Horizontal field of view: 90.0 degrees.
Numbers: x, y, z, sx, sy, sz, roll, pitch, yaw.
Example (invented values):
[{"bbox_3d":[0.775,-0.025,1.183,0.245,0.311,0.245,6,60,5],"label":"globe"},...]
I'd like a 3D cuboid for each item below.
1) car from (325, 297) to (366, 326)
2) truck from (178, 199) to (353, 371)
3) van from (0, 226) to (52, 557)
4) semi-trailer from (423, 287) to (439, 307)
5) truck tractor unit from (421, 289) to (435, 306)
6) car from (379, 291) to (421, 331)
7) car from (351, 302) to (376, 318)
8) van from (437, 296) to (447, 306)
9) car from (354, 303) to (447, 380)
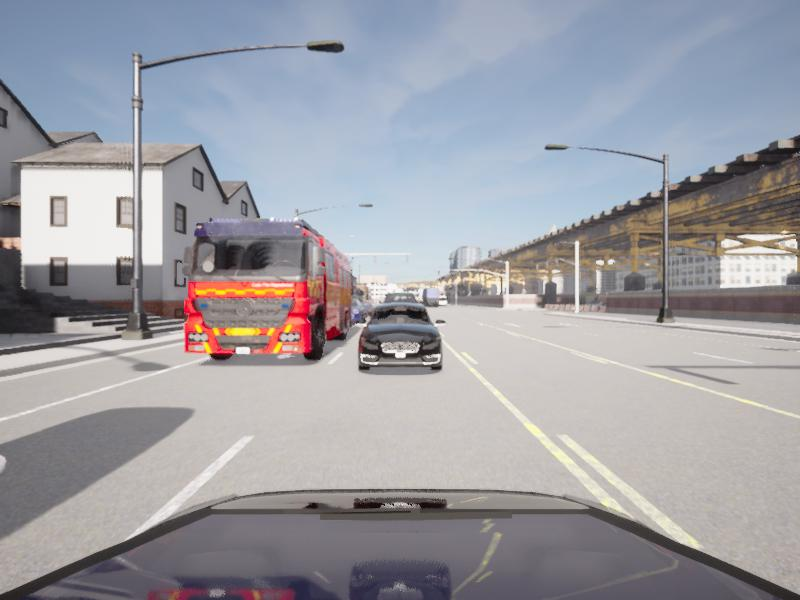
[{"bbox_3d":[-3.476,0.686,26.261,2.097,1.767,4.553,0,0,0],"label":"car"},{"bbox_3d":[-3.491,-0.325,13.129,2.891,3.827,8.468,0,0,0],"label":"truck"},{"bbox_3d":[-3.498,0.570,0.589,2.069,2.038,4.480,0,0,0],"label":"van"},{"bbox_3d":[7.074,-0.650,92.906,2.717,4.402,14.254,0,0,0],"label":"semi-trailer"},{"bbox_3d":[7.077,-0.531,100.827,3.053,4.208,6.516,0,0,0],"label":"truck tractor unit"},{"bbox_3d":[0.021,0.558,23.206,2.150,2.045,5.566,0,0,0],"label":"car"},{"bbox_3d":[-3.471,0.882,38.870,2.033,1.411,5.357,0,0,-1],"label":"car"},{"bbox_3d":[10.587,0.289,101.347,1.988,2.561,5.915,0,0,0],"label":"van"},{"bbox_3d":[0.009,0.842,10.379,1.837,1.490,4.892,0,0,0],"label":"car"}]
